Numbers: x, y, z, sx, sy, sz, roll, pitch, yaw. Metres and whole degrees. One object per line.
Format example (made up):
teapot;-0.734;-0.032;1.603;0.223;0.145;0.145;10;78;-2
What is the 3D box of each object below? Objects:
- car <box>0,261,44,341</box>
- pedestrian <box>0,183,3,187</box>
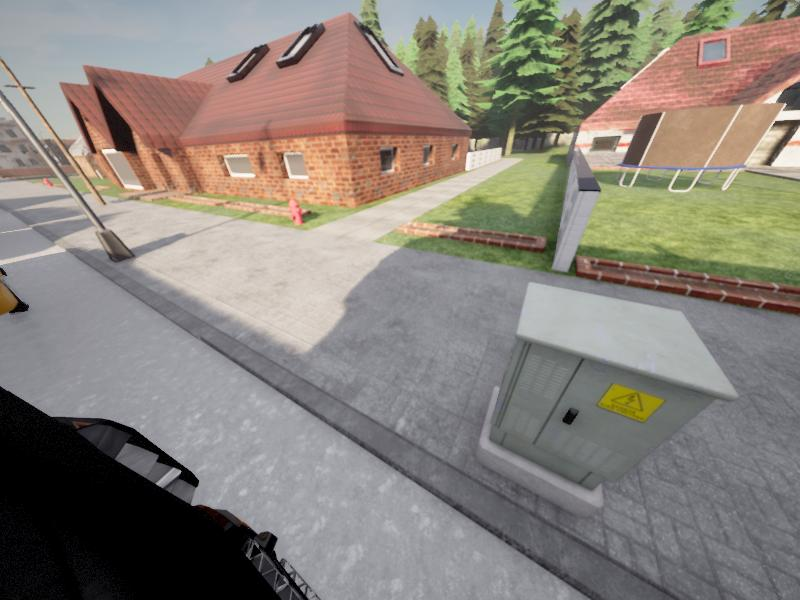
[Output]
car;-8.344;-0.394;3.680;5.008;1.535;1.882;16;38;26
pedestrian;-44.013;-13.093;24.669;0.751;1.860;0.751;18;39;28
